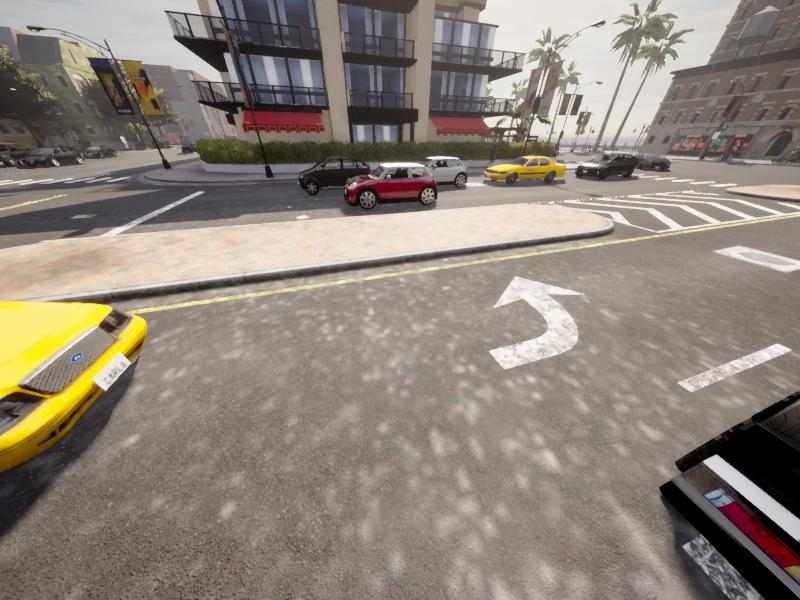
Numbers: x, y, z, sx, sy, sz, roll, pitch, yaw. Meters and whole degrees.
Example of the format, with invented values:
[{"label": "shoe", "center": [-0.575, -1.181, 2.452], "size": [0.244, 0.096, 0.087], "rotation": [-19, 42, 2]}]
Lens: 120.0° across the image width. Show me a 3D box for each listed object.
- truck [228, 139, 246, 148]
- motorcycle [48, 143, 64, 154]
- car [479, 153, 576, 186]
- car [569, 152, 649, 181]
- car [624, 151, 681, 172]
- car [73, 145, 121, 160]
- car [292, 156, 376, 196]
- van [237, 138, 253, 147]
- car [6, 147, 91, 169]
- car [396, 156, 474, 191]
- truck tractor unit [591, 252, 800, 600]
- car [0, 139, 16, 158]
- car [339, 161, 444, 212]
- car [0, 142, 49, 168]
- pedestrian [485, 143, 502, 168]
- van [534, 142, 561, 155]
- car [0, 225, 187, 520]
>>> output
[{"label": "truck", "center": [-46.712, -44.928, 66.358], "size": [2.390, 2.098, 6.274], "rotation": [-10, 36, -15]}, {"label": "motorcycle", "center": [-57.958, -25.515, 38.884], "size": [2.356, 1.277, 0.764], "rotation": [28, 53, 34]}, {"label": "car", "center": [8.067, -8.448, 14.808], "size": [5.366, 1.575, 1.801], "rotation": [-10, 36, -14]}, {"label": "car", "center": [15.181, -9.818, 16.874], "size": [4.514, 1.525, 2.007], "rotation": [-13, 37, -18]}, {"label": "car", "center": [23.904, -13.363, 22.143], "size": [2.033, 1.411, 5.357], "rotation": [16, 38, 21]}, {"label": "car", "center": [-40.159, -19.749, 30.818], "size": [1.812, 1.442, 4.674], "rotation": [-12, 37, -17]}, {"label": "car", "center": [-3.305, -6.441, 11.868], "size": [3.705, 1.549, 1.789], "rotation": [-10, 36, -14]}, {"label": "van", "center": [-50.105, -51.151, 74.980], "size": [2.351, 2.431, 6.366], "rotation": [-9, 36, -14]}, {"label": "car", "center": [-33.078, -13.625, 22.026], "size": [1.837, 1.490, 4.892], "rotation": [-10, 36, -15]}, {"label": "car", "center": [1.879, -7.319, 13.232], "size": [3.806, 1.475, 1.970], "rotation": [-10, 36, -14]}, {"label": "truck tractor unit", "center": [5.283, -0.072, 0.453], "size": [6.516, 4.208, 3.053], "rotation": [-10, 36, -14]}, {"label": "car", "center": [-56.752, -20.049, 30.601], "size": [5.566, 2.045, 2.150], "rotation": [-9, 36, -13]}, {"label": "car", "center": [-0.415, -4.822, 9.630], "size": [3.806, 1.475, 1.970], "rotation": [-10, 36, -14]}, {"label": "car", "center": [-36.650, -13.589, 21.602], "size": [1.905, 1.878, 3.866], "rotation": [-9, 36, -13]}, {"label": "pedestrian", "center": [8.357, -12.992, 20.783], "size": [0.751, 1.860, 0.751], "rotation": [-6, 35, -9]}, {"label": "van", "center": [28.002, -29.010, 44.128], "size": [1.775, 1.987, 4.442], "rotation": [-4, 35, -6]}, {"label": "car", "center": [-5.349, 0.738, 1.518], "size": [5.366, 1.575, 1.801], "rotation": [-7, 36, -11]}]
